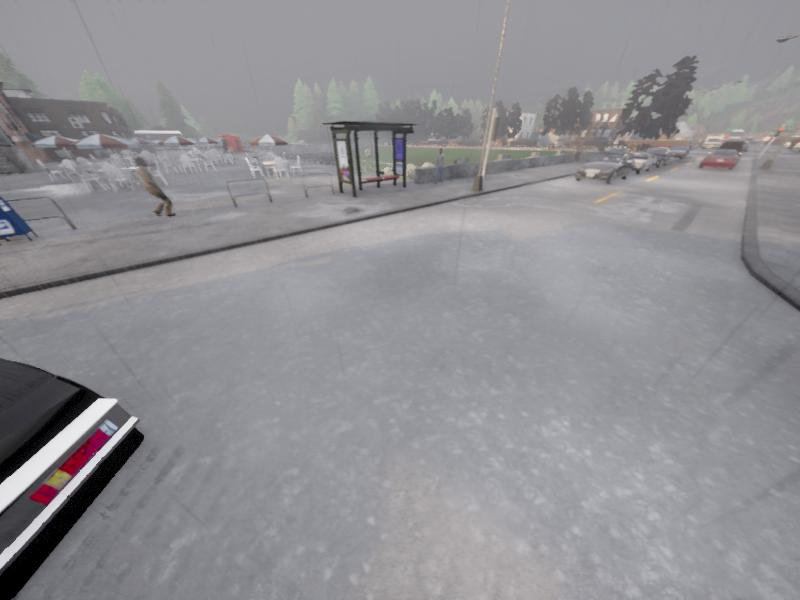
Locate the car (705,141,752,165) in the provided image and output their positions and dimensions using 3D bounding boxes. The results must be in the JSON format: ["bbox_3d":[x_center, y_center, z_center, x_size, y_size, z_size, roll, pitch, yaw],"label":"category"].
[{"bbox_3d":[33.063,-14.875,23.269,3.866,1.878,1.905,-25,42,-31],"label":"car"}]

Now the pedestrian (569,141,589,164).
[{"bbox_3d":[17.766,-14.682,22.957,0.751,1.860,0.751,-25,42,-30],"label":"pedestrian"}]

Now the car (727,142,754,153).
[{"bbox_3d":[58.690,-26.408,39.854,3.806,1.475,1.970,-29,44,-34],"label":"car"}]

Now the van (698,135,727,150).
[{"bbox_3d":[65.462,-32.971,48.354,6.366,2.431,2.351,-25,42,-31],"label":"van"}]

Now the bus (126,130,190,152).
[{"bbox_3d":[-61.944,-41.083,59.688,10.273,4.253,3.944,-25,42,-31],"label":"bus"}]

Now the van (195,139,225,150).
[{"bbox_3d":[-53.842,-44.224,65.562,5.915,2.561,1.988,-25,42,-31],"label":"van"}]

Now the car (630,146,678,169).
[{"bbox_3d":[23.531,-13.247,21.385,4.892,1.490,1.837,-25,42,-30],"label":"car"}]

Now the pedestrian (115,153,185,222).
[{"bbox_3d":[-7.998,-3.634,7.461,0.751,1.860,0.751,27,43,33],"label":"pedestrian"}]

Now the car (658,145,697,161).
[{"bbox_3d":[33.717,-17.926,28.060,5.357,1.411,2.033,-25,42,-31],"label":"car"}]

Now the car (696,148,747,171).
[{"bbox_3d":[27.488,-12.076,19.779,4.181,1.385,1.994,-26,42,-32],"label":"car"}]

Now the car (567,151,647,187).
[{"bbox_3d":[12.880,-8.270,14.363,4.902,1.511,2.128,-24,41,-30],"label":"car"}]

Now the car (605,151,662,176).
[{"bbox_3d":[18.254,-10.730,18.014,4.718,1.301,1.895,-25,42,-31],"label":"car"}]

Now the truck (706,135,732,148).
[{"bbox_3d":[78.183,-38.856,56.602,5.204,2.467,2.627,-25,42,-31],"label":"truck"}]

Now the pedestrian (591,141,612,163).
[{"bbox_3d":[20.628,-15.217,23.691,0.751,1.860,0.751,-18,38,-23],"label":"pedestrian"}]

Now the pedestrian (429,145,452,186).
[{"bbox_3d":[2.180,-7.263,12.505,0.751,1.860,0.751,24,42,31],"label":"pedestrian"}]
